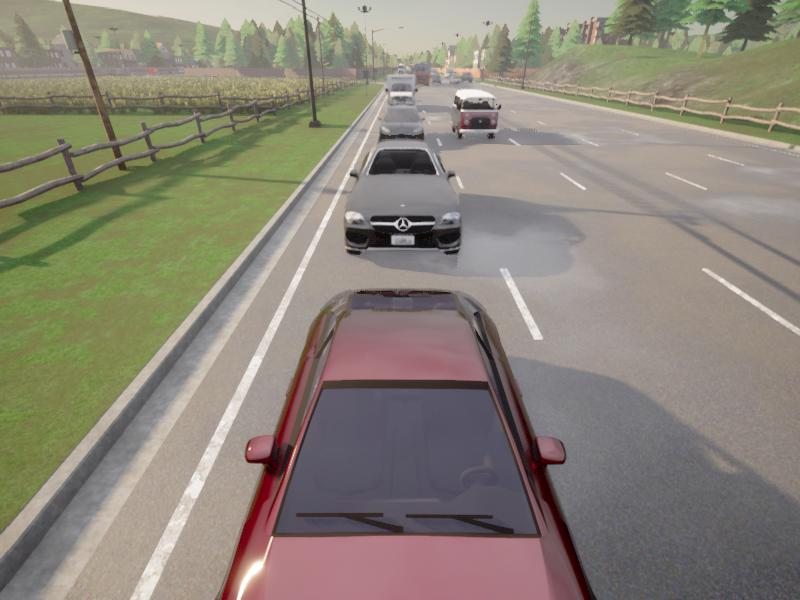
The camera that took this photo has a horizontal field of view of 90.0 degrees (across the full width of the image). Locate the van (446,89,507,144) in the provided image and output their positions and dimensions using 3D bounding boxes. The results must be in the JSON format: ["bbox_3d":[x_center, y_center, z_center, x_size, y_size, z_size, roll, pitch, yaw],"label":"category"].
[{"bbox_3d":[3.577,-9.137,19.661,2.069,2.038,4.480,0,30,0],"label":"van"}]

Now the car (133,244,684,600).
[{"bbox_3d":[0.032,1.032,2.931,1.994,1.385,4.181,0,30,0],"label":"car"}]

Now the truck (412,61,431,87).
[{"bbox_3d":[3.707,-40.383,71.420,2.891,3.827,8.468,0,30,0],"label":"truck"}]

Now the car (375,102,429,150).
[{"bbox_3d":[0.075,-8.147,18.516,2.163,1.488,4.792,0,30,0],"label":"car"}]

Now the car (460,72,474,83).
[{"bbox_3d":[14.246,-47.549,85.497,2.150,2.045,5.566,0,30,0],"label":"car"}]

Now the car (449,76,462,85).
[{"bbox_3d":[10.726,-42.712,77.845,1.970,1.475,3.806,0,30,0],"label":"car"}]

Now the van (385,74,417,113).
[{"bbox_3d":[0.111,-16.969,32.691,2.351,2.431,6.366,0,30,0],"label":"van"}]

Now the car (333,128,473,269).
[{"bbox_3d":[0.054,-2.515,8.725,2.152,1.651,5.027,0,30,0],"label":"car"}]
